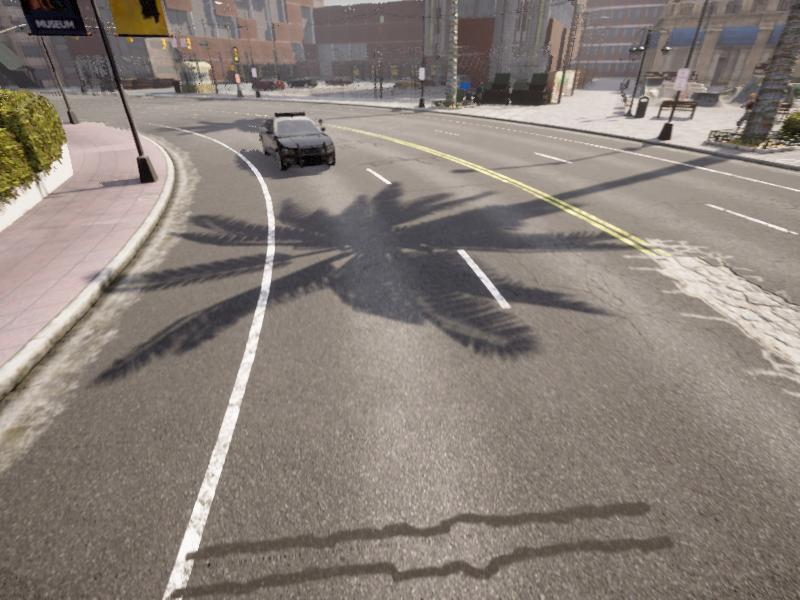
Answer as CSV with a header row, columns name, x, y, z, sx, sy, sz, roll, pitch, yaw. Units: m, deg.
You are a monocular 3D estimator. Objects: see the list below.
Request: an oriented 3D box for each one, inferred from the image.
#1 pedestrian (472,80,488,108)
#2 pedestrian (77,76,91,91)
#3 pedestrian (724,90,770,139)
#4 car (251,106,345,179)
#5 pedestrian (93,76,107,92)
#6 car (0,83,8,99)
name,x,y,z,sx,sy,sz,roll,pitch,yaw
pedestrian,6.139,-15.822,30.752,0.751,1.860,0.751,-17,34,-27
pedestrian,-43.383,-29.683,54.869,0.751,1.860,0.751,16,34,26
pedestrian,15.287,-8.197,17.652,0.751,1.860,0.751,-15,34,-24
car,-3.823,-5.875,14.432,1.930,1.638,5.238,-14,33,-22
pedestrian,-39.779,-28.621,53.022,0.751,1.860,0.751,14,33,23
car,-49.774,-24.924,47.669,5.027,1.651,2.152,13,33,22
